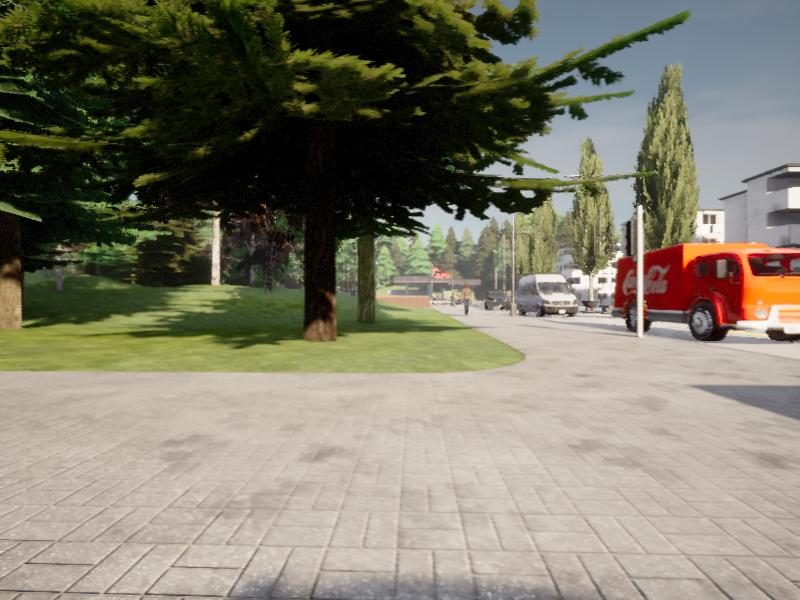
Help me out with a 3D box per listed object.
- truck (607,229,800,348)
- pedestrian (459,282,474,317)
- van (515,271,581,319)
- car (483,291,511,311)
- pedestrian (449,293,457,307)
[{"bbox_3d":[8.248,-0.225,10.916,2.627,2.467,5.204,0,0,2],"label":"truck"},{"bbox_3d":[3.554,-0.041,21.493,0.751,1.860,0.751,0,0,6],"label":"pedestrian"},{"bbox_3d":[8.695,-0.246,24.143,1.988,2.561,5.915,0,0,2],"label":"van"},{"bbox_3d":[9.193,0.094,38.243,1.905,1.878,3.866,0,0,2],"label":"car"},{"bbox_3d":[7.154,-0.004,54.062,0.751,1.860,0.751,0,0,-34],"label":"pedestrian"}]
